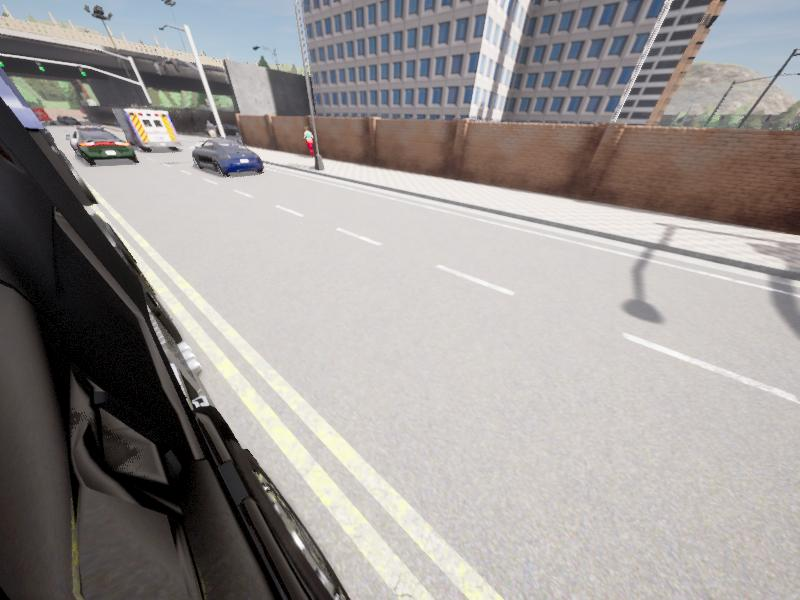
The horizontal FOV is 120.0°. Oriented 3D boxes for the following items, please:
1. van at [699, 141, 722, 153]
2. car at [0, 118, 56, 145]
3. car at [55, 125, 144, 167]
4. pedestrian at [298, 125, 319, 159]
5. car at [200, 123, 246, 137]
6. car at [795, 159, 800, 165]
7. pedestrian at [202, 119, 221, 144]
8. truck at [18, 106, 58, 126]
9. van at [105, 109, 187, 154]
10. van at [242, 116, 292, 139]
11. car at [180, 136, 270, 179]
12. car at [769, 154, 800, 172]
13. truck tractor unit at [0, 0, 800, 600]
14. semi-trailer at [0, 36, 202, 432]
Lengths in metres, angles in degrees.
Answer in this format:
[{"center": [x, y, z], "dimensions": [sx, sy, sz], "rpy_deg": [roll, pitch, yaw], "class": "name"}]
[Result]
[{"center": [86.922, -42.958, 64.696], "dimensions": [1.988, 2.561, 5.915], "rpy_deg": [27, 43, 29], "class": "van"}, {"center": [-30.586, -12.877, 17.536], "dimensions": [4.974, 1.542, 2.038], "rpy_deg": [2, 37, -1], "class": "car"}, {"center": [-16.646, -8.606, 12.786], "dimensions": [4.974, 1.542, 2.038], "rpy_deg": [26, 43, 28], "class": "car"}, {"center": [-6.321, -10.971, 16.062], "dimensions": [0.751, 1.860, 0.751], "rpy_deg": [26, 43, 28], "class": "pedestrian"}, {"center": [-25.784, -24.846, 33.833], "dimensions": [1.837, 1.490, 4.892], "rpy_deg": [27, 43, 29], "class": "car"}, {"center": [61.139, -20.364, 33.722], "dimensions": [2.007, 1.525, 4.514], "rpy_deg": [27, 43, 29], "class": "car"}, {"center": [-17.668, -15.779, 21.700], "dimensions": [0.751, 1.860, 0.751], "rpy_deg": [-19, 42, -27], "class": "pedestrian"}, {"center": [-61.400, -31.174, 39.211], "dimensions": [5.204, 2.467, 2.627], "rpy_deg": [26, 43, 28], "class": "truck"}, {"center": [-19.694, -13.140, 17.891], "dimensions": [6.366, 2.431, 2.351], "rpy_deg": [27, 43, 28], "class": "van"}, {"center": [-19.942, -26.133, 35.067], "dimensions": [1.988, 2.561, 5.915], "rpy_deg": [26, 43, 28], "class": "van"}, {"center": [-8.877, -7.340, 11.745], "dimensions": [4.181, 1.385, 1.994], "rpy_deg": [26, 43, 28], "class": "car"}, {"center": [45.670, -15.876, 26.680], "dimensions": [1.816, 1.474, 4.193], "rpy_deg": [27, 43, 29], "class": "car"}, {"center": [-2.645, -0.295, 0.351], "dimensions": [6.516, 4.208, 3.053], "rpy_deg": [28, 44, 30], "class": "truck tractor unit"}, {"center": [-8.748, -3.575, 4.172], "dimensions": [14.254, 4.402, 2.717], "rpy_deg": [28, 43, 29], "class": "semi-trailer"}]
